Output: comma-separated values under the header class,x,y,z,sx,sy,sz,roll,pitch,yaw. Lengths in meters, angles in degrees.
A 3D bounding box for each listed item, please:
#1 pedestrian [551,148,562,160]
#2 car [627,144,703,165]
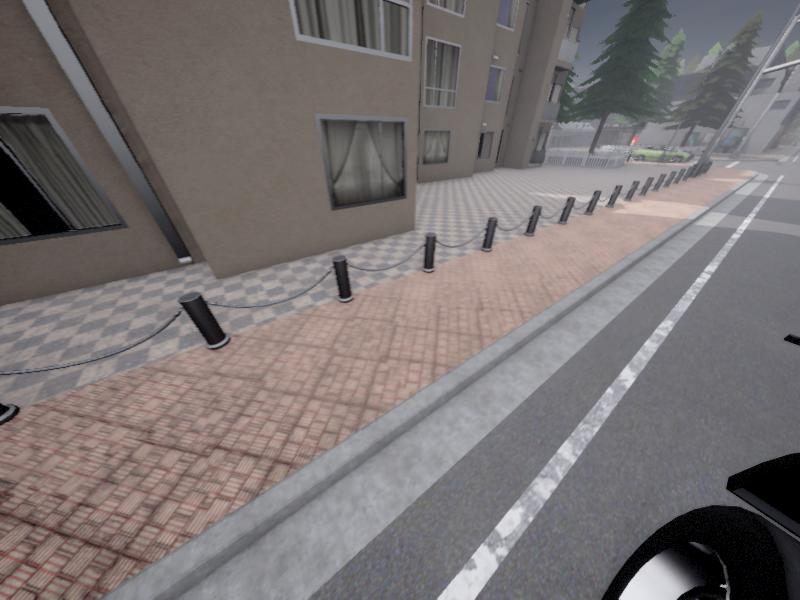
class,x,y,z,sx,sy,sz,roll,pitch,yaw
pedestrian,16.475,-15.396,24.347,0.500,1.100,0.500,-26,43,-32
car,26.555,-14.772,23.343,2.007,1.525,4.514,-22,41,-27
